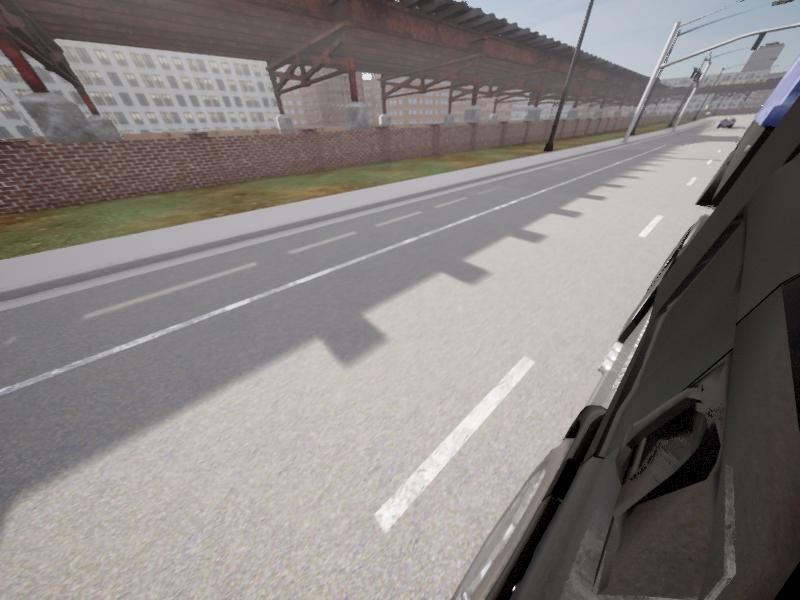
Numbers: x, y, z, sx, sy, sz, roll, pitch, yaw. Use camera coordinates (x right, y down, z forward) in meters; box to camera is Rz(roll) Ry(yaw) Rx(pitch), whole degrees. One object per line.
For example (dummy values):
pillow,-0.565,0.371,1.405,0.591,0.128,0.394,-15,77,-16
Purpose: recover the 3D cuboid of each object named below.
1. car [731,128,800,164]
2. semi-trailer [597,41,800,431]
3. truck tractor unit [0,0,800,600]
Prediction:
car,20.996,-8.819,13.099,4.181,1.385,1.994,-28,44,-30
semi-trailer,8.706,-3.584,4.243,14.254,4.402,2.717,-28,44,-30
truck tractor unit,2.645,-0.295,0.351,6.516,4.208,3.053,-28,44,-30
